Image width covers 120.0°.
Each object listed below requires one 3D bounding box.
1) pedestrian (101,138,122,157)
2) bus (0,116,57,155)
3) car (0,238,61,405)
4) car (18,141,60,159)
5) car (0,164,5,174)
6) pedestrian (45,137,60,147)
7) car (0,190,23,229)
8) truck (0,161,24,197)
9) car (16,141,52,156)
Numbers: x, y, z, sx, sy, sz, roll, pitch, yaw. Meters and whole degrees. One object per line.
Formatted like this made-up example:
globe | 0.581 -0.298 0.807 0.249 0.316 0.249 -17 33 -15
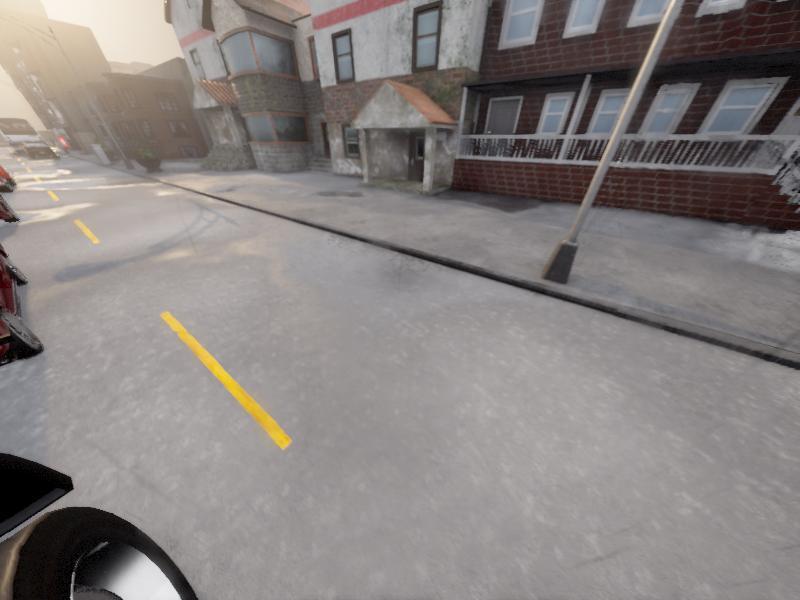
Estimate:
pedestrian | -34.788 -18.394 27.867 0.751 1.860 0.751 26 42 31
bus | -57.321 -24.751 34.841 10.273 4.253 3.944 22 41 28
car | -6.337 0.018 2.718 4.718 1.301 1.895 22 41 28
car | -43.622 -18.169 27.887 5.238 1.638 1.930 22 41 28
car | -30.362 -10.038 16.248 3.866 1.878 1.905 22 41 28
pedestrian | -73.696 -33.547 49.016 0.751 1.860 0.751 10 36 13
car | -13.755 -3.036 6.912 4.181 1.385 1.994 22 40 27
truck | -20.343 -6.181 10.363 5.204 2.467 2.627 22 41 28
car | -49.668 -20.596 31.367 5.008 1.535 1.882 22 41 28
